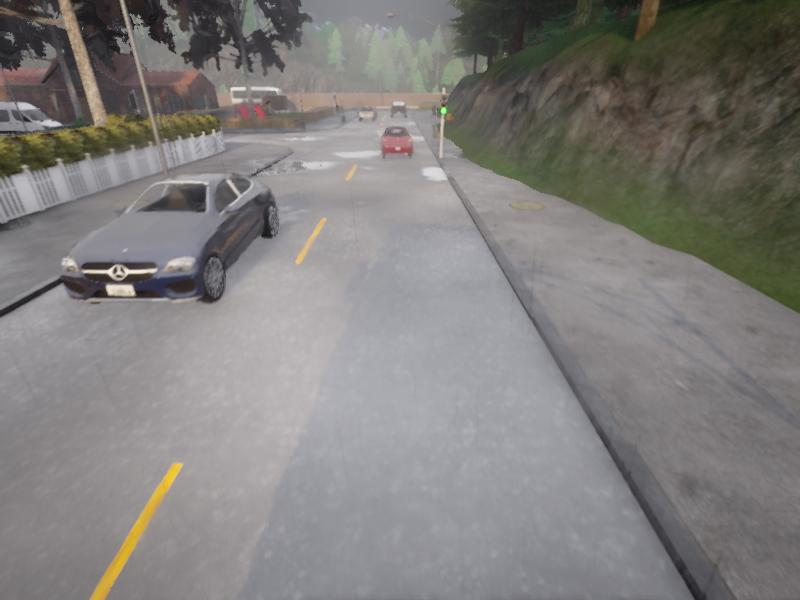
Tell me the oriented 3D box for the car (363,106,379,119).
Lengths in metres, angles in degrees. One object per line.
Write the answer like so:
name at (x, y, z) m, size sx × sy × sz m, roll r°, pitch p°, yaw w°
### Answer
car at (-4.176, -27.365, 58.257) m, size 1.837 × 1.490 × 4.892 m, roll 0°, pitch 27°, yaw 0°

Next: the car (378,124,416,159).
car at (-0.253, -8.858, 22.199) m, size 1.845 × 1.501 × 3.633 m, roll -2°, pitch 27°, yaw -4°

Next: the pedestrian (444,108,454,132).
pedestrian at (4.245, -15.574, 34.616) m, size 0.751 × 1.860 × 0.751 m, roll 3°, pitch 27°, yaw 6°

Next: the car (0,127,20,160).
car at (-19.843, -6.742, 17.658) m, size 1.994 × 1.381 × 4.181 m, roll 0°, pitch 27°, yaw 0°

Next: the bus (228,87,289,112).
bus at (-28.049, -40.093, 79.980) m, size 10.273 × 4.253 × 3.944 m, roll 0°, pitch 27°, yaw 0°

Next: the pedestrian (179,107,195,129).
pedestrian at (-19.942, -17.066, 37.513) m, size 0.751 × 1.860 × 0.751 m, roll -1°, pitch 27°, yaw -3°

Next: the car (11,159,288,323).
car at (-4.011, -1.539, 7.845) m, size 2.152 × 1.651 × 5.027 m, roll 0°, pitch 27°, yaw 0°

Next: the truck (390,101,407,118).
truck at (-0.181, -28.675, 60.147) m, size 2.390 × 2.098 × 6.274 m, roll 0°, pitch 27°, yaw 0°

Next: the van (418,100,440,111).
van at (6.144, -40.881, 84.039) m, size 4.442 × 1.987 × 1.775 m, roll 0°, pitch 27°, yaw 0°

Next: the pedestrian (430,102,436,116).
pedestrian at (5.044, -28.987, 60.745) m, size 0.751 × 1.860 × 0.751 m, roll 0°, pitch 27°, yaw 0°

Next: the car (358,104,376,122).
car at (-4.155, -23.932, 51.156) m, size 1.932 × 1.855 × 4.605 m, roll 0°, pitch 27°, yaw 0°

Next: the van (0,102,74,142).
van at (-27.902, -12.994, 29.126) m, size 5.915 × 2.561 × 1.988 m, roll 0°, pitch 27°, yaw 0°

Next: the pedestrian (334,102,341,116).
pedestrian at (-9.308, -28.380, 59.548) m, size 0.751 × 1.860 × 0.751 m, roll 0°, pitch 27°, yaw 0°
